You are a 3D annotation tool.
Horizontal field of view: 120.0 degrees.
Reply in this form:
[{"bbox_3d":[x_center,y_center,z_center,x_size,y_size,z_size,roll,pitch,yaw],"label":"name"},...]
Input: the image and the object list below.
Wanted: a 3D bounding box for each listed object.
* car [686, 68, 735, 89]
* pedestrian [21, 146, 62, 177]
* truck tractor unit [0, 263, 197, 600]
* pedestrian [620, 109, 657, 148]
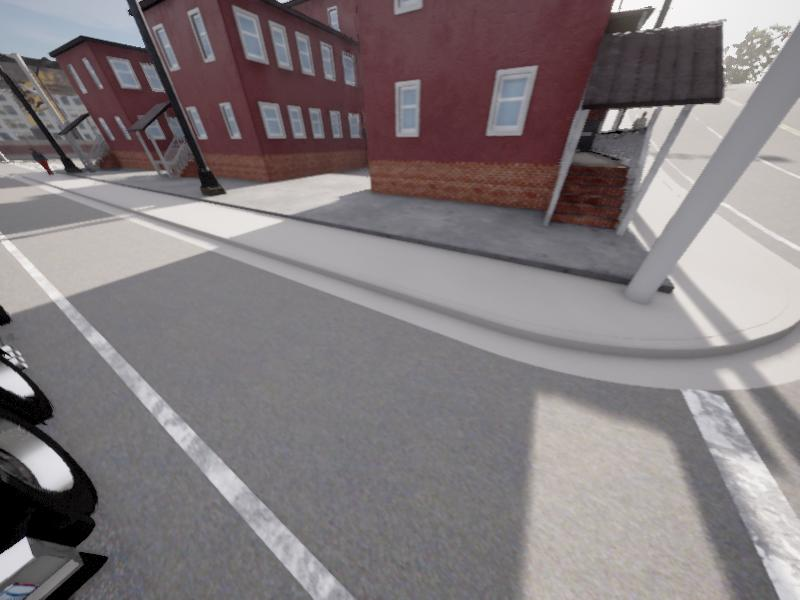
[{"bbox_3d":[39.094,-27.964,29.249,2.128,1.511,4.902,18,43,25],"label":"car"},{"bbox_3d":[-26.367,-10.198,17.017,0.751,1.860,0.751,19,39,25],"label":"pedestrian"},{"bbox_3d":[-5.113,-0.297,0.786,6.516,4.208,3.053,18,39,24],"label":"truck tractor unit"},{"bbox_3d":[14.381,-10.347,14.021,0.751,1.860,0.751,17,38,23],"label":"pedestrian"}]
